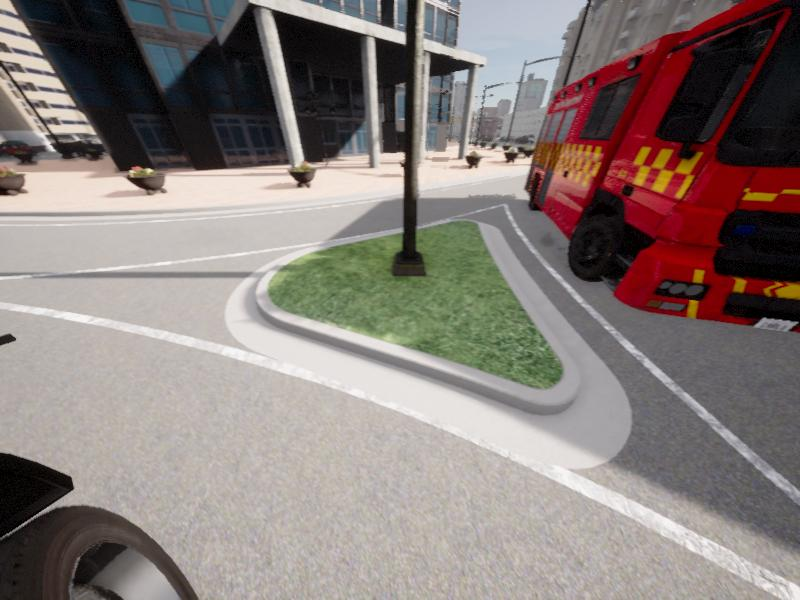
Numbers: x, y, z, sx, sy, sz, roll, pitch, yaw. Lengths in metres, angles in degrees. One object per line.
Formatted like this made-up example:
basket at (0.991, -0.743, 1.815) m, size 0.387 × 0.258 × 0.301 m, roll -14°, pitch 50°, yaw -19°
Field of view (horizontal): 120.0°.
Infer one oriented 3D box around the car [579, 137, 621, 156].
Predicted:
car at (24.712, -19.106, 28.715) m, size 1.905 × 1.878 × 3.866 m, roll 4°, pitch 36°, yaw 6°

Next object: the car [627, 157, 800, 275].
car at (8.850, -2.574, 6.039) m, size 1.801 × 1.575 × 5.366 m, roll 9°, pitch 37°, yaw 12°

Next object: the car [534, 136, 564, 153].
car at (21.941, -23.018, 34.162) m, size 1.905 × 1.878 × 3.866 m, roll 3°, pitch 36°, yaw 4°

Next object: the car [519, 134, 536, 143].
car at (37.253, -47.227, 67.655) m, size 2.150 × 2.045 × 5.566 m, roll 1°, pitch 36°, yaw 1°

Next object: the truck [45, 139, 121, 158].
truck at (-45.774, -22.199, 33.750) m, size 2.390 × 2.098 × 6.274 m, roll 0°, pitch 35°, yaw 0°

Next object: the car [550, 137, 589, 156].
car at (21.301, -19.473, 29.248) m, size 1.932 × 1.855 × 4.605 m, roll 4°, pitch 36°, yaw 6°

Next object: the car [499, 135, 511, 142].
car at (33.983, -52.286, 74.920) m, size 2.097 × 1.767 × 4.553 m, roll 1°, pitch 36°, yaw 1°

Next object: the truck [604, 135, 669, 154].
truck at (33.109, -22.134, 32.721) m, size 2.390 × 2.098 × 6.274 m, roll -3°, pitch 36°, yaw -4°

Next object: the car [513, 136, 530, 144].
car at (33.630, -44.279, 63.889) m, size 2.242 × 1.667 × 4.611 m, roll 1°, pitch 36°, yaw 1°

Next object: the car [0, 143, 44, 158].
car at (-56.267, -21.627, 33.362) m, size 2.033 × 1.649 × 4.856 m, roll 0°, pitch 35°, yaw 0°

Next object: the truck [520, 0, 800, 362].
truck at (5.386, -3.282, 5.112) m, size 2.891 × 3.827 × 8.468 m, roll 9°, pitch 37°, yaw 12°

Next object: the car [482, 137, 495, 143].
car at (26.832, -48.812, 70.453) m, size 2.033 × 1.411 × 5.357 m, roll 1°, pitch 36°, yaw 1°
